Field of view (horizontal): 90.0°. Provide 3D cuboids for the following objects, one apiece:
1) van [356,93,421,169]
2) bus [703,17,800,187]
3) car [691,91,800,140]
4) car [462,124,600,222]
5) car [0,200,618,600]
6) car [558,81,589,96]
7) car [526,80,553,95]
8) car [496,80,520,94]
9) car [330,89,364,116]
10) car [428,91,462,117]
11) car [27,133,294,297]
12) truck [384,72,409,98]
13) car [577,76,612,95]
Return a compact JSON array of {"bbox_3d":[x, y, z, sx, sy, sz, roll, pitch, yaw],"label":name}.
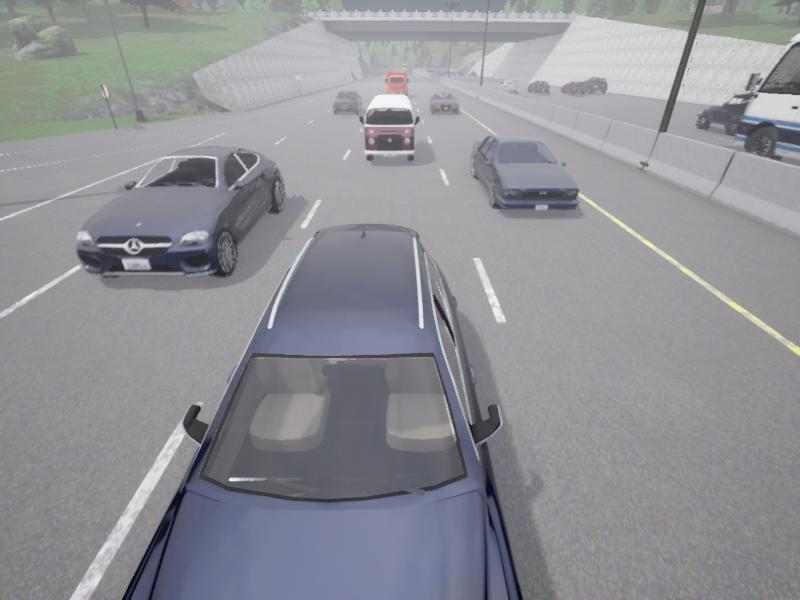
[{"bbox_3d":[-0.349,-6.537,15.142,2.069,2.038,4.480,0,31,0],"label":"van"},{"bbox_3d":[13.526,-4.670,9.751,3.944,4.253,10.273,0,30,0],"label":"bus"},{"bbox_3d":[17.156,-9.370,20.123,1.905,1.878,3.866,0,30,0],"label":"car"},{"bbox_3d":[3.145,-3.724,10.981,2.033,1.411,5.357,0,30,0],"label":"car"},{"bbox_3d":[-0.363,0.700,3.204,2.033,1.649,4.856,0,30,0],"label":"car"},{"bbox_3d":[20.675,-25.298,47.761,1.816,1.474,4.193,0,30,0],"label":"car"},{"bbox_3d":[17.177,-26.346,49.556,1.816,1.474,4.193,0,30,0],"label":"car"},{"bbox_3d":[13.681,-27.238,51.117,1.812,1.442,4.674,0,30,0],"label":"car"},{"bbox_3d":[-3.837,-14.672,29.605,1.837,1.490,4.892,0,30,0],"label":"car"},{"bbox_3d":[3.162,-14.346,29.165,1.994,1.385,4.181,0,30,0],"label":"car"},{"bbox_3d":[-3.854,-2.031,7.870,2.152,1.651,5.027,0,30,0],"label":"car"},{"bbox_3d":[-0.326,-24.178,44.887,2.627,2.467,5.204,0,30,0],"label":"truck"},{"bbox_3d":[24.177,-26.833,49.982,1.932,1.855,4.605,0,30,0],"label":"car"}]
